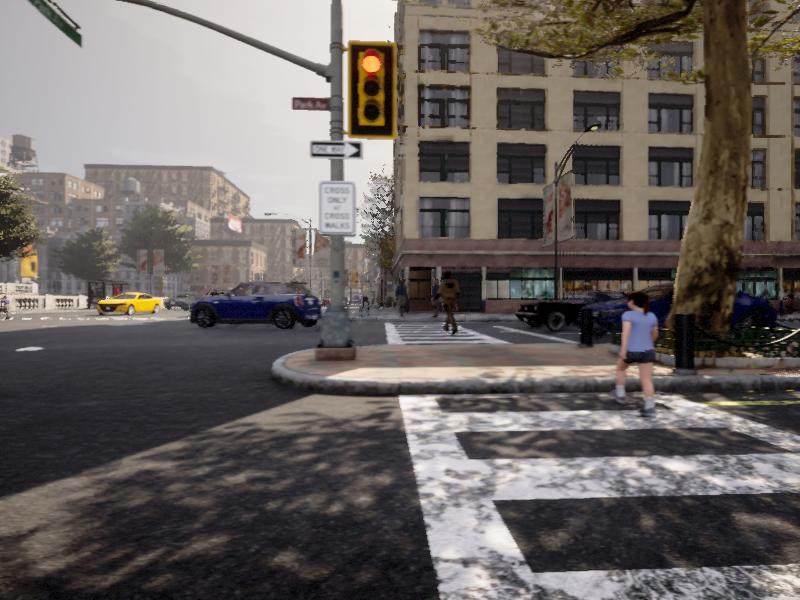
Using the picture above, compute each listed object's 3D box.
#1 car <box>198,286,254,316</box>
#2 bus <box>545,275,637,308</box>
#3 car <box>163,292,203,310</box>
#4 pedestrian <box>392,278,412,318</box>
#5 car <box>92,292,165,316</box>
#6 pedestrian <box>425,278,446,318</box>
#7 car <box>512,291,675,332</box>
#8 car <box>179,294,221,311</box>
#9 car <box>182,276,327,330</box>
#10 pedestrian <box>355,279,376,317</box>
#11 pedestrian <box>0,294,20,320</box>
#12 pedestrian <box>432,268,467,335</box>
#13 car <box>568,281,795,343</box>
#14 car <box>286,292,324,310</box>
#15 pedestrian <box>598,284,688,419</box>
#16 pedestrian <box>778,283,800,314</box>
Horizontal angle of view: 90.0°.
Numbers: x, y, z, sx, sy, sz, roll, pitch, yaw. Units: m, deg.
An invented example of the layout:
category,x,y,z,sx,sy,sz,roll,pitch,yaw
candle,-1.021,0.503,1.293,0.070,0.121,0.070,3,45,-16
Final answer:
category,x,y,z,sx,sy,sz,roll,pitch,yaw
car,-11.533,0.078,26.886,1.932,1.855,4.605,0,0,-3
bus,25.130,-1.083,53.020,10.273,4.253,3.944,0,0,-3
car,-22.814,0.092,42.278,1.932,1.855,4.605,0,0,-3
pedestrian,0.095,-0.096,19.317,0.751,1.860,0.751,0,0,-22
car,-18.547,0.249,27.688,1.882,1.535,5.008,0,0,-3
pedestrian,1.700,-0.096,19.143,0.751,1.860,0.751,0,0,-23
car,6.514,0.358,13.817,4.718,1.301,1.895,0,0,-3
car,-19.116,0.265,38.525,2.007,1.525,4.514,0,0,-3
car,-5.220,0.108,14.602,4.553,1.767,2.097,0,0,12
pedestrian,-1.730,-0.095,19.988,0.751,1.860,0.751,0,0,31
pedestrian,-20.184,0.337,20.461,0.751,1.300,0.751,0,0,-1
pedestrian,1.429,0.049,11.666,0.751,1.860,0.751,0,0,-20
car,7.043,0.281,10.325,4.674,1.442,1.812,0,0,-3
car,-10.821,0.099,45.841,1.932,1.855,4.605,-2,0,21
pedestrian,2.110,0.422,3.522,0.500,1.100,0.500,0,0,3
pedestrian,23.361,-0.091,23.974,0.751,1.860,0.751,0,0,2
